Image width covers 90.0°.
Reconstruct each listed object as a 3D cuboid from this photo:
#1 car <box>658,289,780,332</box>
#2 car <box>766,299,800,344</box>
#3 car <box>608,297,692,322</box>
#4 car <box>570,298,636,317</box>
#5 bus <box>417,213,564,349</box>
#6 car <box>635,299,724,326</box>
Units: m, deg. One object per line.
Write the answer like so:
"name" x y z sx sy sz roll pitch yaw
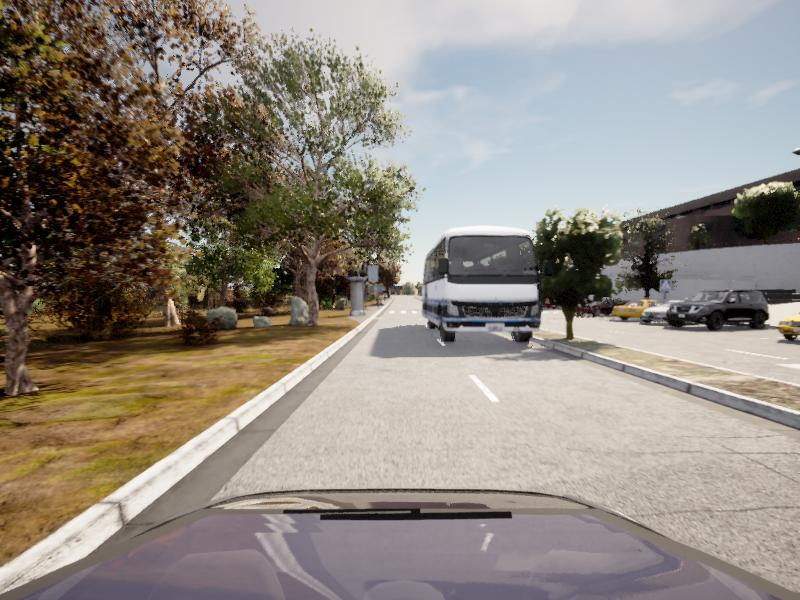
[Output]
"car" 16.812 0.477 21.105 5.566 2.045 2.435 1 1 -20
"car" 16.659 0.777 15.054 5.366 1.575 1.946 1 1 -20
"car" 17.010 0.650 27.200 5.366 1.575 1.946 1 1 -20
"car" 16.816 0.595 33.123 4.792 1.488 2.163 1 1 -20
"bus" 3.073 -0.607 17.696 3.944 4.253 10.273 0 0 -1
"car" 16.841 0.730 24.128 4.674 1.452 2.002 1 1 -20
